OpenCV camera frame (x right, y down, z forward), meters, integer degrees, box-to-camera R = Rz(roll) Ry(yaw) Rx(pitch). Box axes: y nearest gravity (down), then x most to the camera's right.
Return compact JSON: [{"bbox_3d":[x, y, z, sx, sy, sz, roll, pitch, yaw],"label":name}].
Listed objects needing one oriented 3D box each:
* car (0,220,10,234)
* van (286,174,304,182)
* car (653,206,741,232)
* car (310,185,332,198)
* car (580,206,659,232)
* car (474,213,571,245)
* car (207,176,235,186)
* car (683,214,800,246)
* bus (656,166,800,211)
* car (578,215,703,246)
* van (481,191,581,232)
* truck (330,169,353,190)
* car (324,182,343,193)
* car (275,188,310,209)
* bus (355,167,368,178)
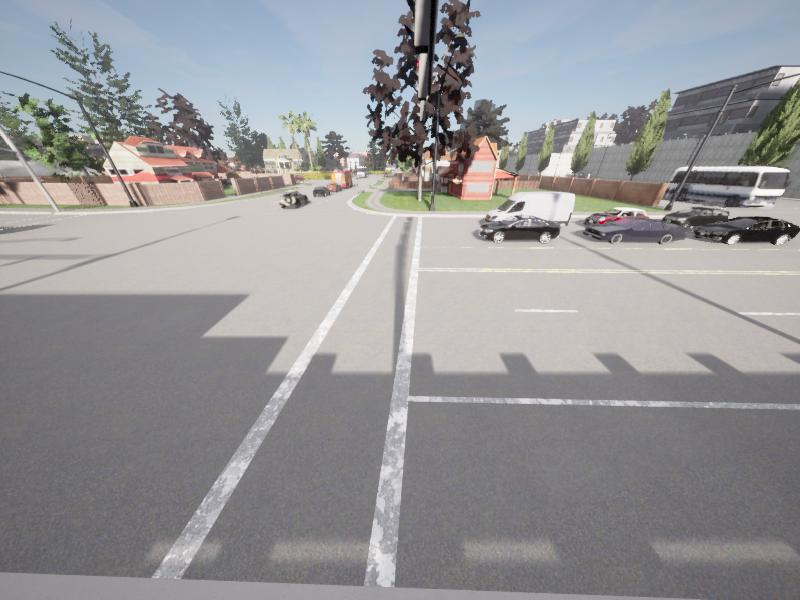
[{"bbox_3d":[-30.385,-5.286,15.587,3.866,1.878,1.905,1,30,1],"label":"car"},{"bbox_3d":[-32.916,-38.461,72.729,4.442,1.987,1.775,0,30,0],"label":"van"},{"bbox_3d":[22.480,-6.238,17.652,3.705,1.549,1.789,0,30,1],"label":"car"},{"bbox_3d":[-12.736,-17.738,37.634,1.837,1.490,4.892,0,30,0],"label":"car"},{"bbox_3d":[16.668,-6.258,17.768,3.806,1.475,1.970,1,30,1],"label":"car"},{"bbox_3d":[7.624,-4.622,14.901,4.902,1.511,2.128,1,30,1],"label":"car"},{"bbox_3d":[-41.730,-27.833,53.957,4.605,1.855,1.932,0,30,0],"label":"car"},{"bbox_3d":[21.818,-4.450,14.614,4.892,1.490,1.837,0,30,2],"label":"car"},{"bbox_3d":[39.924,-14.217,28.781,3.944,4.253,10.273,0,30,1],"label":"bus"},{"bbox_3d":[15.016,-4.475,14.763,5.357,1.411,2.033,1,30,1],"label":"car"},{"bbox_3d":[9.682,-6.788,17.625,5.915,2.561,1.988,1,30,1],"label":"van"},{"bbox_3d":[-12.763,-27.017,51.377,2.891,3.827,8.468,0,30,0],"label":"truck"},{"bbox_3d":[-12.742,-21.678,44.331,2.152,1.651,5.027,0,30,0],"label":"car"},{"bbox_3d":[-12.693,-12.202,27.664,1.932,1.855,4.605,0,30,0],"label":"car"},{"bbox_3d":[-16.286,-54.797,99.056,3.944,4.253,10.273,0,30,0],"label":"bus"}]
